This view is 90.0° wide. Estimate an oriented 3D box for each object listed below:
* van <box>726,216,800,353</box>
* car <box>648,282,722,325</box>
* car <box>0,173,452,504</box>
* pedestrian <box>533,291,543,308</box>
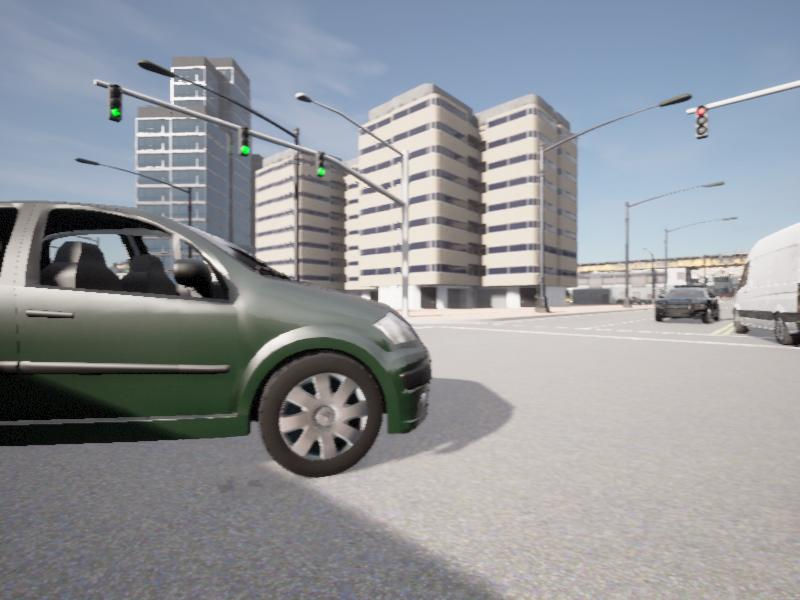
[{"bbox_3d":[9.744,-0.302,9.548,1.988,2.561,5.915,-2,-1,29],"label":"van"},{"bbox_3d":[12.738,0.133,17.697,1.930,1.638,5.238,0,0,44],"label":"car"},{"bbox_3d":[-1.795,0.185,2.900,3.988,1.617,1.851,0,0,-6],"label":"car"},{"bbox_3d":[15.589,-0.074,45.186,0.751,1.860,0.751,0,0,-30],"label":"pedestrian"}]
